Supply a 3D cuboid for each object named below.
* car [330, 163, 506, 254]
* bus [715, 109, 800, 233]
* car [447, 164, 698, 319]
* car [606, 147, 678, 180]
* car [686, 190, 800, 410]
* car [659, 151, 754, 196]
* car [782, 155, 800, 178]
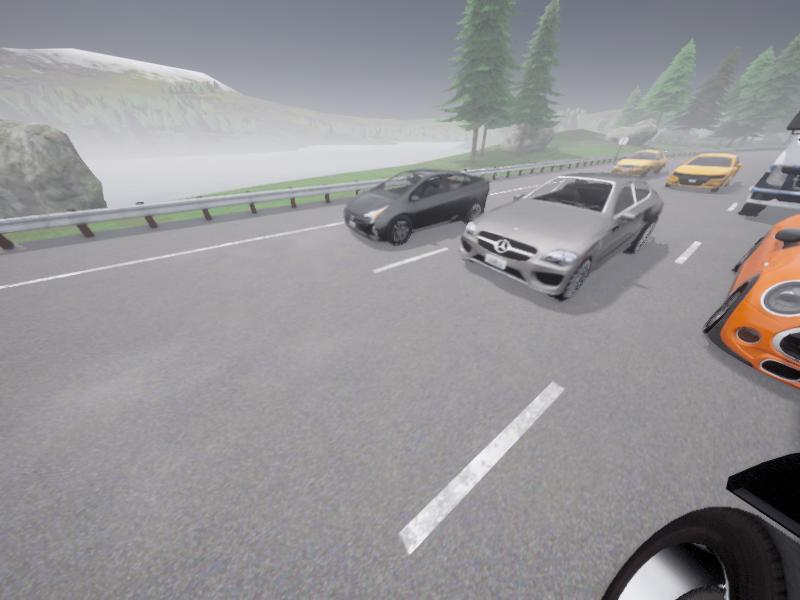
[{"bbox_3d":[0.641,-2.921,6.729,4.514,1.525,2.007,-22,41,-28],"label":"car"},{"bbox_3d":[15.641,-5.157,7.422,10.273,4.253,3.944,-22,41,-28],"label":"bus"},{"bbox_3d":[3.676,-1.735,4.940,5.027,1.651,2.152,-22,41,-28],"label":"car"},{"bbox_3d":[16.689,-9.502,15.898,5.366,1.575,1.801,-22,41,-28],"label":"car"},{"bbox_3d":[6.007,-0.283,2.728,4.553,1.767,2.097,-23,41,-28],"label":"car"},{"bbox_3d":[15.874,-6.687,11.946,5.008,1.535,1.882,-22,41,-28],"label":"car"},{"bbox_3d":[27.567,-8.934,14.929,4.611,1.667,2.242,-21,40,-26],"label":"car"}]
